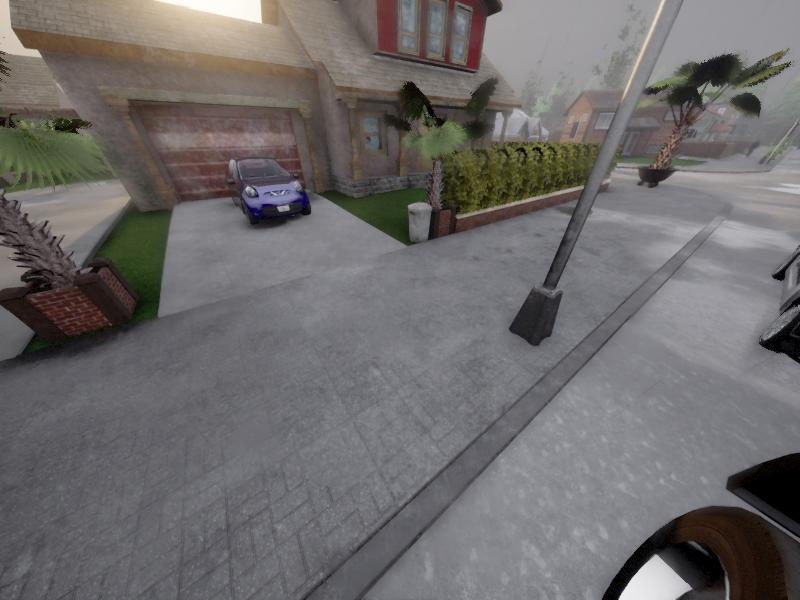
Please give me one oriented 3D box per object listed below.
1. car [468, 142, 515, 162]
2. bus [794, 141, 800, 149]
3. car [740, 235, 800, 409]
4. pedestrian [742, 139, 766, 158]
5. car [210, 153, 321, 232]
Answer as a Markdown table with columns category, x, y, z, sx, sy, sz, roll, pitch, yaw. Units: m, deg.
| category | x | y | z | sx | sy | sz | roll | pitch | yaw |
| --- | --- | --- | --- | --- | --- | --- | --- | --- | --- |
| car | 10.484 | -17.301 | 26.848 | 2.097 | 1.767 | 4.553 | -22 | 41 | -28 |
| bus | 85.352 | -33.205 | 46.809 | 10.273 | 4.253 | 3.944 | -22 | 41 | -28 |
| car | 6.544 | -0.168 | 2.712 | 5.238 | 1.638 | 1.930 | -22 | 41 | -28 |
| pedestrian | 41.585 | -17.848 | 27.148 | 0.751 | 1.860 | 0.751 | -25 | 42 | -31 |
| car | -4.139 | -3.474 | 7.009 | 1.845 | 1.501 | 3.633 | -24 | 42 | -30 |
